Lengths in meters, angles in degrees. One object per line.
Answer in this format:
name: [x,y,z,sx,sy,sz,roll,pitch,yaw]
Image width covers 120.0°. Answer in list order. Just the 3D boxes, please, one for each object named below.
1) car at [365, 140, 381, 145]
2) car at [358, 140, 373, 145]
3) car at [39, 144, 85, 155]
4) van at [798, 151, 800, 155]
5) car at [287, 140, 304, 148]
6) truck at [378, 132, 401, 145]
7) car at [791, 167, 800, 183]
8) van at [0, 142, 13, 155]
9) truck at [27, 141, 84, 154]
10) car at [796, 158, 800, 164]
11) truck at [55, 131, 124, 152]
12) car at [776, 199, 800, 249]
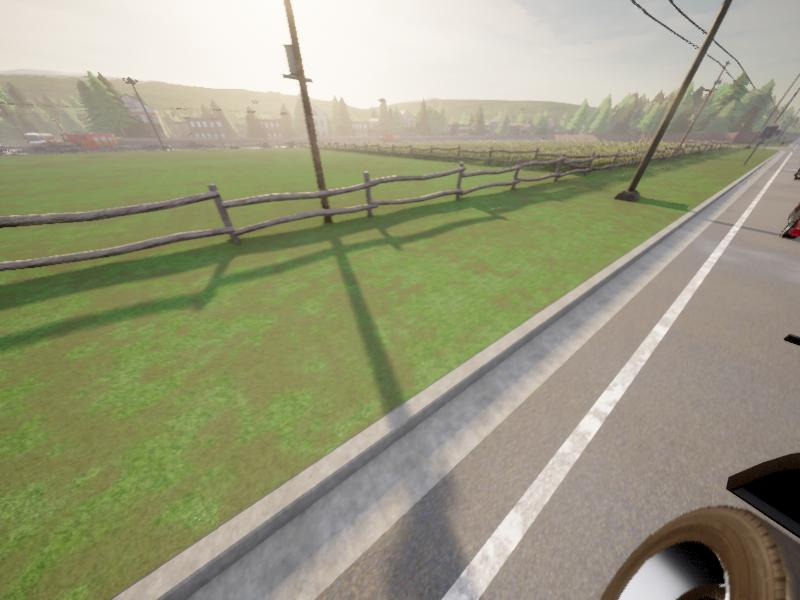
car: [-9.764,-56.513,82.792,5.366,1.575,1.801,-22,41,-28]
car: [-12.588,-57.819,84.686,5.008,1.535,1.882,-22,41,-28]
car: [-67.929,-30.410,46.571,4.611,1.667,2.242,-22,41,-28]
van: [53.994,-19.935,29.683,4.480,2.038,2.069,-24,41,-29]
car: [-30.465,-45.776,67.565,3.866,1.878,1.905,-22,41,-28]
truck: [-4.053,-62.233,88.838,8.468,3.827,2.891,-22,41,-28]
car: [24.929,-7.729,13.136,5.027,1.651,2.152,-22,41,-28]
van: [-78.273,-28.630,43.751,2.069,2.038,4.480,28,44,34]
truck: [-74.096,-33.049,49.900,6.274,2.098,2.390,-22,41,-28]
car: [38.958,-13.428,21.150,4.792,1.488,2.163,-22,41,-28]
truck: [-72.060,-37.046,54.038,8.468,3.827,2.891,-22,41,-28]
car: [11.705,-2.198,5.690,4.181,1.385,1.994,-22,41,-28]
